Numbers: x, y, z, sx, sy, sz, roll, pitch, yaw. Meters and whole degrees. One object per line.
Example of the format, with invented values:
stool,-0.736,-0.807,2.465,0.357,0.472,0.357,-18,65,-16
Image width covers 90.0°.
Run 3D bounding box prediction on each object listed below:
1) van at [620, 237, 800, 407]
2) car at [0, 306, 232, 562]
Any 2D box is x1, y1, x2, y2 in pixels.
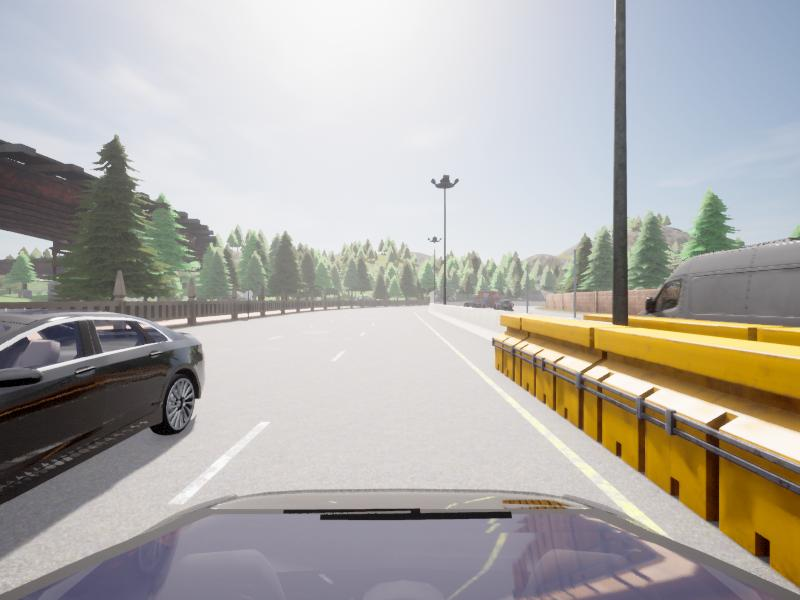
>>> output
van,7.006,0.324,7.978,1.988,2.561,5.915,0,0,0
car,-3.500,0.837,3.363,2.128,1.511,4.902,0,0,0
